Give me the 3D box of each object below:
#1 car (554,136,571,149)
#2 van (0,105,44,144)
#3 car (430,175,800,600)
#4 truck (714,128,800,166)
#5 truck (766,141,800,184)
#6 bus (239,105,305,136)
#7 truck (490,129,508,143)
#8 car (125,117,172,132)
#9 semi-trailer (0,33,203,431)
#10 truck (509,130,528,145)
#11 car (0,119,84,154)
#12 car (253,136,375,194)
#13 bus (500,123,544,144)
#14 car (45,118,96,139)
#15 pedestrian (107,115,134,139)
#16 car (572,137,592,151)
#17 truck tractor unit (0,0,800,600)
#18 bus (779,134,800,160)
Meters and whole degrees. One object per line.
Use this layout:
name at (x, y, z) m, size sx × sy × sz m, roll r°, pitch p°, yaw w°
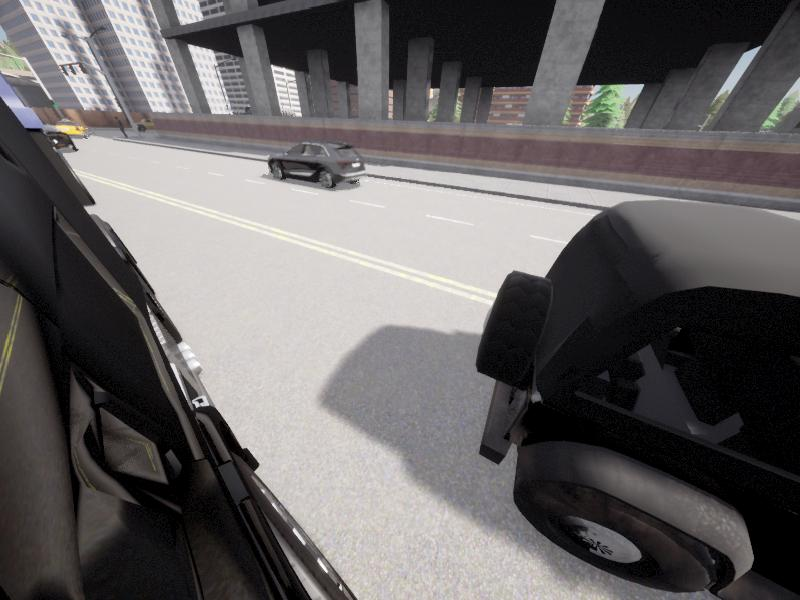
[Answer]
car at (29.376, -28.519, 41.782) m, size 1.905 × 1.878 × 3.866 m, roll 20°, pitch 40°, yaw 21°
van at (-33.412, -14.534, 18.957) m, size 6.366 × 2.431 × 2.351 m, roll 18°, pitch 39°, yaw 19°
car at (2.425, 0.734, 1.236) m, size 3.866 × 1.878 × 1.905 m, roll 20°, pitch 40°, yaw 21°
truck at (48.830, -21.135, 31.736) m, size 2.891 × 3.827 × 8.468 m, roll 20°, pitch 40°, yaw 21°
truck at (30.285, -9.468, 16.078) m, size 2.627 × 2.467 × 5.204 m, roll 20°, pitch 40°, yaw 21°
bus at (-24.646, -35.168, 45.604) m, size 3.944 × 4.253 × 10.273 m, roll 20°, pitch 40°, yaw 22°
truck at (23.515, -38.787, 54.720) m, size 2.615 × 2.467 × 5.204 m, roll 20°, pitch 40°, yaw 21°
car at (-41.674, -29.143, 38.448) m, size 1.932 × 1.855 × 4.605 m, roll 21°, pitch 41°, yaw 23°
semi-trailer at (-8.771, -3.554, 4.156) m, size 14.254 × 4.402 × 2.717 m, roll 27°, pitch 43°, yaw 29°
truck at (27.291, -37.431, 53.144) m, size 2.615 × 2.467 × 5.204 m, roll 20°, pitch 40°, yaw 21°
car at (-24.466, -11.155, 15.658) m, size 5.238 × 1.638 × 1.930 m, roll 20°, pitch 40°, yaw 21°
car at (-3.744, -6.134, 10.260) m, size 4.856 × 1.649 × 2.033 m, roll 20°, pitch 40°, yaw 21°
bus at (35.128, -48.130, 66.730) m, size 10.273 × 4.253 × 3.944 m, roll 20°, pitch 40°, yaw 22°
car at (-34.928, -18.357, 24.685) m, size 1.801 × 1.575 × 5.366 m, roll -23°, pitch 44°, yaw -31°
pedestrian at (-28.822, -17.831, 23.840) m, size 0.751 × 1.860 × 0.751 m, roll -6°, pitch 38°, yaw -12°
car at (31.953, -27.594, 40.707) m, size 1.905 × 1.878 × 3.866 m, roll 20°, pitch 40°, yaw 21°
truck tractor unit at (-2.645, -0.295, 0.351) m, size 6.516 × 4.208 × 3.053 m, roll 28°, pitch 44°, yaw 30°
bus at (85.849, -29.859, 45.482) m, size 10.273 × 4.253 × 3.944 m, roll 20°, pitch 40°, yaw 22°
